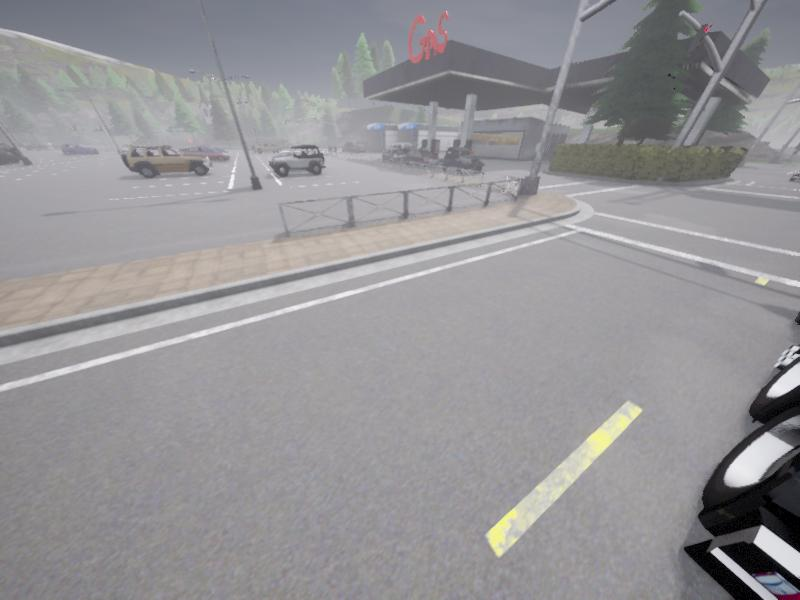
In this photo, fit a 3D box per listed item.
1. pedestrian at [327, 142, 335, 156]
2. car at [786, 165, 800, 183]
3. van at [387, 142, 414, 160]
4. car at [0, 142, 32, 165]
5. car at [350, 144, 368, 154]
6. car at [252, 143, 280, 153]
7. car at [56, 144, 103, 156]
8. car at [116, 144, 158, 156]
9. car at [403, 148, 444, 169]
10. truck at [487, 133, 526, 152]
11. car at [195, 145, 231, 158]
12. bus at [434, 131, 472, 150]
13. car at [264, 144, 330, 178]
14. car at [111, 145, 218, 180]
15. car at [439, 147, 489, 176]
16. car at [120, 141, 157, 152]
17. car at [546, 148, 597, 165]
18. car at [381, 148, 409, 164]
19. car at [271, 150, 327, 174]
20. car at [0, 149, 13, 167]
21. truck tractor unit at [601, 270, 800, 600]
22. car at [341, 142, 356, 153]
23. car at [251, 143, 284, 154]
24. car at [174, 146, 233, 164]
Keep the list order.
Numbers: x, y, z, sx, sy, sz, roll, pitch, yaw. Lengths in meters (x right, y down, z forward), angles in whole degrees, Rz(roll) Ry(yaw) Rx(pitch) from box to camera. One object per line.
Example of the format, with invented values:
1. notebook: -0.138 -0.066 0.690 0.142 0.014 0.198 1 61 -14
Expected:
1. pedestrian: -11.280 -24.704 37.765 0.751 1.860 0.751 -18 39 -24
2. car: 30.174 -9.261 16.436 4.674 1.442 1.812 -17 38 -24
3. van: -0.008 -22.224 34.432 2.069 2.038 4.480 -18 37 -24
4. car: -40.658 -14.216 22.393 4.605 1.855 1.932 -18 39 -24
5. car: -8.373 -30.698 46.994 2.007 1.525 4.514 -17 39 -23
6. car: -26.894 -30.543 46.367 4.514 1.523 2.007 -18 39 -24
7. car: -49.611 -23.333 35.891 3.633 1.501 1.845 -18 39 -24
8. car: -41.680 -23.878 36.756 3.806 1.475 1.970 -18 39 -24
9. car: 2.359 -15.435 25.082 2.033 1.649 4.856 -17 38 -24
10. truck: 26.522 -39.852 58.402 2.891 3.827 8.468 -17 38 -23
11. car: -26.232 -20.956 32.575 3.633 1.501 1.845 -18 39 -24
12. bus: 15.353 -46.961 68.143 3.944 4.253 10.273 -23 41 -30
13. car: -7.459 -10.230 16.905 3.866 1.878 1.905 -18 39 -24
14. car: -15.930 -9.690 16.097 4.605 1.855 1.932 -18 39 -24
15. car: 5.475 -12.301 20.379 1.905 1.878 3.866 -17 38 -23
16. car: -55.754 -32.895 49.457 4.605 1.855 1.932 -18 39 -24
17. car: 22.480 -18.999 30.443 2.242 1.667 4.611 -18 39 -24
18. car: -0.696 -18.549 29.660 1.970 1.475 3.806 -17 39 -23
19. car: -8.550 -11.830 19.691 3.806 1.475 1.970 -18 39 -24
20. car: -38.879 -12.892 20.471 3.866 1.878 1.905 -18 39 -24
21. truck tractor unit: 5.120 -0.292 0.768 6.516 4.208 3.053 -18 39 -24
22. car: -11.510 -34.112 51.552 1.905 1.878 3.866 -17 39 -23
23. car: -25.317 -28.994 44.141 5.027 1.636 2.152 -18 39 -24
24. car: -21.391 -15.958 25.402 4.514 1.523 2.007 -18 39 -24
